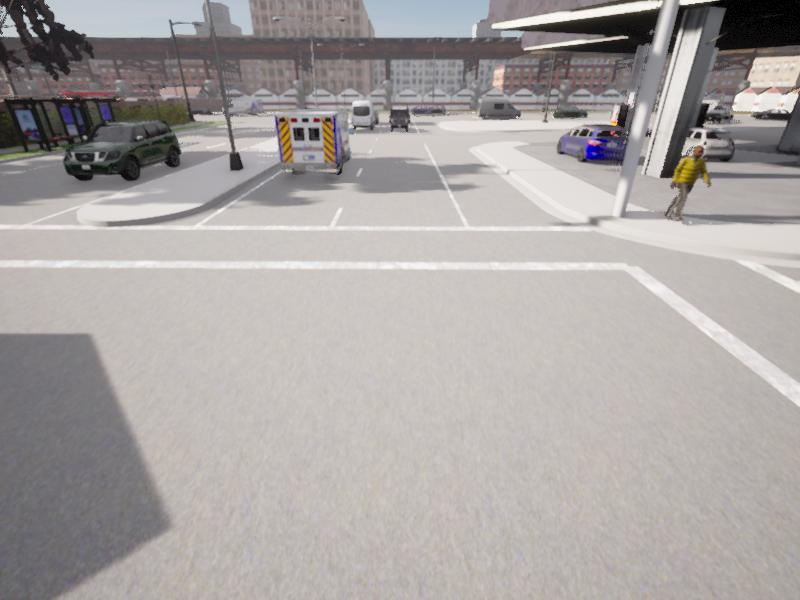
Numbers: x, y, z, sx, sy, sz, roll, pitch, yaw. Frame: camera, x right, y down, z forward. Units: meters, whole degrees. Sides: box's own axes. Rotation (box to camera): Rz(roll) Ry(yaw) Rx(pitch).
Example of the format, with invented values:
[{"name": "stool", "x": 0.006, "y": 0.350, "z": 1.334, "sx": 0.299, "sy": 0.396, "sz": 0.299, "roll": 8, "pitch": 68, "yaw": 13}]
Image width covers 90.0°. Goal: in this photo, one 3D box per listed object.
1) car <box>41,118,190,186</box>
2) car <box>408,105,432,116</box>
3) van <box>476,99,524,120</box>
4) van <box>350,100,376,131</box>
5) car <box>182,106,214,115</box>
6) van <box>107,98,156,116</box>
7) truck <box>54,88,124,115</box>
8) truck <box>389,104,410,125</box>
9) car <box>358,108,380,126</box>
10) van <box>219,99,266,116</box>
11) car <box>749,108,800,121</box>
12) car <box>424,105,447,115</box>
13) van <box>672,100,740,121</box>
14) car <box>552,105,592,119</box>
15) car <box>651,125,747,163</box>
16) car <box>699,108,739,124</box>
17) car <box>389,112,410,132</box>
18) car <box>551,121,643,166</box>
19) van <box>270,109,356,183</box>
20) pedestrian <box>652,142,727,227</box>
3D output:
[{"name": "car", "x": -11.524, "y": -6.446, "z": 16.980, "sx": 2.150, "sy": 2.045, "sz": 5.566, "roll": 0, "pitch": 27, "yaw": 0}, {"name": "car", "x": 3.174, "y": -30.400, "z": 64.269, "sx": 3.705, "sy": 1.549, "sz": 1.789, "roll": 0, "pitch": 27, "yaw": 0}, {"name": "van", "x": 13.588, "y": -26.028, "z": 54.677, "sx": 5.915, "sy": 2.561, "sz": 1.988, "roll": 0, "pitch": 27, "yaw": 0}, {"name": "van", "x": -3.547, "y": -18.295, "z": 39.575, "sx": 1.988, "sy": 2.561, "sz": 5.915, "roll": 0, "pitch": 27, "yaw": 0}, {"name": "car", "x": -34.027, "y": -31.966, "z": 67.510, "sx": 4.181, "sy": 1.385, "sz": 1.994, "roll": 0, "pitch": 27, "yaw": 0}, {"name": "van", "x": -43.008, "y": -30.933, "z": 64.138, "sx": 5.915, "sy": 2.561, "sz": 1.988, "roll": 0, "pitch": 27, "yaw": 0}, {"name": "truck", "x": -51.827, "y": -33.165, "z": 66.955, "sx": 8.468, "sy": 3.827, "sz": 2.891, "roll": 1, "pitch": 27, "yaw": 0}, {"name": "truck", "x": -0.021, "y": -21.982, "z": 47.255, "sx": 2.390, "sy": 2.098, "sz": 6.274, "roll": 0, "pitch": 27, "yaw": 0}, {"name": "car", "x": -3.562, "y": -21.452, "z": 46.743, "sx": 2.152, "sy": 1.651, "sz": 5.027, "roll": 0, "pitch": 27, "yaw": 0}, {"name": "van", "x": -25.164, "y": -30.824, "z": 64.138, "sx": 6.366, "sy": 2.431, "sz": 2.351, "roll": 0, "pitch": 27, "yaw": 0}, {"name": "car", "x": 50.445, "y": -24.757, "z": 53.444, "sx": 5.357, "sy": 1.411, "sz": 2.033, "roll": 16, "pitch": 31, "yaw": 28}, {"name": "car", "x": 5.955, "y": -31.992, "z": 67.379, "sx": 3.633, "sy": 1.501, "sz": 1.845, "roll": 0, "pitch": 27, "yaw": 0}, {"name": "van", "x": 40.795, "y": -25.429, "z": 53.625, "sx": 6.366, "sy": 2.431, "sz": 2.351, "roll": 8, "pitch": 28, "yaw": 15}, {"name": "car", "x": 24.823, "y": -27.277, "z": 57.939, "sx": 4.553, "sy": 1.767, "sz": 2.097, "roll": 0, "pitch": 27, "yaw": 0}, {"name": "car", "x": 15.428, "y": -8.224, "z": 20.969, "sx": 1.970, "sy": 1.475, "sz": 3.806, "roll": 0, "pitch": 27, "yaw": 0}, {"name": "car", "x": 38.292, "y": -22.104, "z": 48.007, "sx": 5.238, "sy": 1.638, "sz": 1.930, "roll": -18, "pitch": 32, "yaw": -32}, {"name": "car", "x": -0.049, "y": -17.071, "z": 38.294, "sx": 1.845, "sy": 1.501, "sz": 3.633, "roll": 0, "pitch": 27, "yaw": 0}, {"name": "car", "x": 9.684, "y": -8.017, "z": 20.211, "sx": 2.242, "sy": 1.667, "sz": 4.611, "roll": 0, "pitch": 27, "yaw": 0}, {"name": "van", "x": -3.521, "y": -7.111, "z": 17.866, "sx": 2.351, "sy": 2.431, "sz": 6.366, "roll": 0, "pitch": 27, "yaw": 0}, {"name": "pedestrian", "x": 6.935, "y": -2.800, "z": 9.696, "sx": 0.751, "sy": 1.860, "sz": 0.751, "roll": 2, "pitch": 27, "yaw": 4}]
